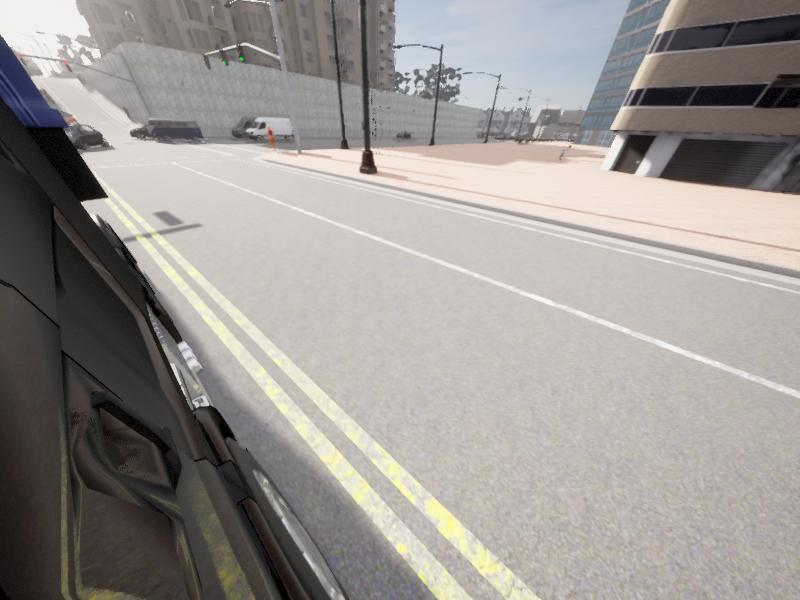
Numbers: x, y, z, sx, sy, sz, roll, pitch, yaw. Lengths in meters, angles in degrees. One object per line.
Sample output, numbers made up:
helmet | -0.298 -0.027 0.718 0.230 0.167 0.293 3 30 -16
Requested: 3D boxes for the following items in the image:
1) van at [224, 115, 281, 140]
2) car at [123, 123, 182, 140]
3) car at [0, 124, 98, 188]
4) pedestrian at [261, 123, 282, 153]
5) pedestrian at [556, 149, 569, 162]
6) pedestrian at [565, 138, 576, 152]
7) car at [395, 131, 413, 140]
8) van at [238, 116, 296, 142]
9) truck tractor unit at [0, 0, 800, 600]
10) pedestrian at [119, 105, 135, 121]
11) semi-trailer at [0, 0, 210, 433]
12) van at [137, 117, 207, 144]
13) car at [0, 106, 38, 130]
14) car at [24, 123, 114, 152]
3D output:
van | -20.310 -23.914 32.213 1.988 2.561 5.915 27 43 29
car | -27.701 -18.996 26.069 4.193 1.474 1.816 -24 44 -31
car | -14.918 -5.861 9.227 4.856 1.649 2.033 23 37 23
pedestrian | -10.090 -12.713 18.157 0.751 1.860 0.751 24 42 26
pedestrian | 16.522 -14.697 23.454 0.500 1.100 0.500 -4 37 -9
pedestrian | 27.383 -24.920 37.157 0.751 1.860 0.751 22 41 24
car | 0.882 -35.244 49.500 1.789 1.549 3.705 27 43 29
van | -17.399 -22.650 30.706 1.988 2.561 5.915 27 43 29
truck tractor unit | -2.645 -0.295 0.352 6.516 4.208 3.053 28 44 30
pedestrian | -43.105 -29.537 36.466 0.751 1.860 0.751 26 43 28
semi-trailer | -9.217 -3.188 3.641 14.254 4.402 2.717 22 41 23
van | -23.414 -17.556 23.986 1.775 1.987 4.442 20 40 22
car | -45.058 -21.381 27.136 5.238 1.638 1.930 31 45 25
car | -23.210 -11.633 16.465 1.845 1.501 3.633 -11 39 -17
